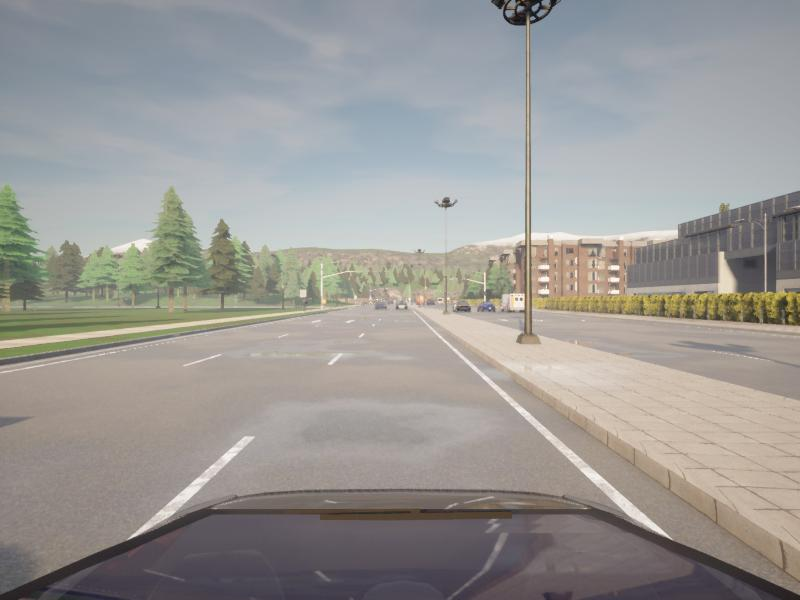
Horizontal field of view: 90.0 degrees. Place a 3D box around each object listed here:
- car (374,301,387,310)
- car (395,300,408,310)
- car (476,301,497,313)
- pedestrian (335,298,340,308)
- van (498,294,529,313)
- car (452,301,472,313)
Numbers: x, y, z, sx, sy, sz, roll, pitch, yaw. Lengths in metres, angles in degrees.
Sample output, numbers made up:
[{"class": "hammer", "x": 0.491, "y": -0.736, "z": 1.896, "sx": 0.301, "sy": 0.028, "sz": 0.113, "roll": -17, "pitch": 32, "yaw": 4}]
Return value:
[{"class": "car", "x": -3.218, "y": 0.885, "z": 66.650, "sx": 2.038, "sy": 1.542, "sz": 4.974, "roll": 0, "pitch": 0, "yaw": 0}, {"class": "car", "x": 0.283, "y": 0.837, "z": 65.515, "sx": 2.033, "sy": 1.649, "sz": 4.856, "roll": 0, "pitch": -1, "yaw": 0}, {"class": "car", "x": 11.755, "y": 0.918, "z": 54.568, "sx": 1.812, "sy": 1.442, "sz": 4.674, "roll": 0, "pitch": 0, "yaw": 0}, {"class": "pedestrian", "x": -11.570, "y": 0.550, "z": 74.271, "sx": 0.751, "sy": 1.860, "sz": 0.751, "roll": 0, "pitch": 0, "yaw": 12}, {"class": "van", "x": 15.255, "y": 0.426, "z": 54.148, "sx": 2.351, "sy": 2.431, "sz": 6.366, "roll": 0, "pitch": 0, "yaw": 0}, {"class": "car", "x": 8.250, "y": 0.874, "z": 53.841, "sx": 2.038, "sy": 1.542, "sz": 4.974, "roll": 0, "pitch": 0, "yaw": 1}]
